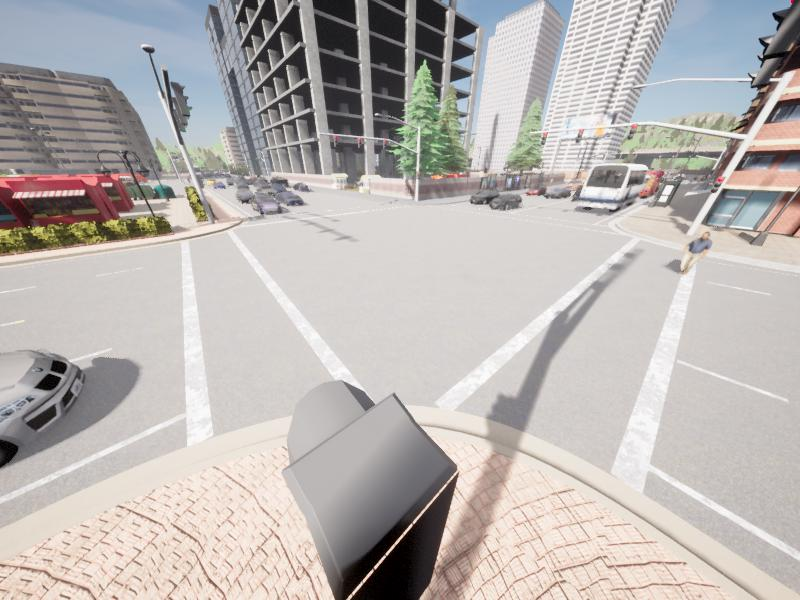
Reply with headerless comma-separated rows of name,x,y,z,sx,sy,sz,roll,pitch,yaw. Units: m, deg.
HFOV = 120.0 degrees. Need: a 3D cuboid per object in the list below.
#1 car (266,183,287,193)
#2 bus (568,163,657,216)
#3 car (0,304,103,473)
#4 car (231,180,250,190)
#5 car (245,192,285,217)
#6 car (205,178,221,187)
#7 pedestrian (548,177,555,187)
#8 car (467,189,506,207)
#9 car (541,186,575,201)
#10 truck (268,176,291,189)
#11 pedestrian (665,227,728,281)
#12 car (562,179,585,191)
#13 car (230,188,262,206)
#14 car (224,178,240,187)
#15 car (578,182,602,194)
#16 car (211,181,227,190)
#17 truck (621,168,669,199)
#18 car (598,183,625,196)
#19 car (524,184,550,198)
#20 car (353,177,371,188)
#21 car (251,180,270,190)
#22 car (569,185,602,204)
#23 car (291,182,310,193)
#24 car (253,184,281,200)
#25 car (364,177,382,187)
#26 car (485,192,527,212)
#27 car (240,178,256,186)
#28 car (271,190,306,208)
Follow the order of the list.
car,-21.916,-19.898,40.990,1.994,1.385,4.181,-23,37,-34
bus,23.044,-12.233,24.934,10.273,4.253,3.944,-23,37,-34
car,-7.986,1.961,2.938,4.611,1.667,2.242,-22,37,-34
car,-32.534,-23.518,47.090,2.038,1.542,4.974,-23,37,-34
car,-13.363,-9.559,22.824,2.033,1.649,4.856,-23,37,-34
car,-43.094,-27.033,53.180,1.882,1.535,5.008,-23,37,-34
pedestrian,32.873,-25.599,50.130,0.751,1.860,0.751,20,35,30
car,10.614,-12.622,28.331,5.008,1.535,1.882,-22,37,-34
car,22.739,-15.357,33.195,5.357,1.411,2.033,-23,37,-34
truck,-26.085,-25.374,49.740,2.390,2.098,6.274,-23,37,-34
pedestrian,11.686,-1.834,9.162,0.751,1.860,0.751,-17,34,-27
car,33.958,-22.494,45.178,4.553,1.767,2.097,-23,37,-34
car,-19.300,-12.999,28.928,2.163,1.488,4.792,-23,37,-34
car,-39.221,-27.501,53.887,1.930,1.638,5.238,-23,37,-34
car,33.934,-20.079,41.280,4.892,1.490,1.837,-23,37,-34
car,-36.030,-22.848,45.994,1.816,1.474,4.193,-23,37,-34
truck,37.635,-18.069,35.469,8.468,3.827,2.891,-23,37,-34
car,34.825,-18.187,37.964,5.366,1.575,1.801,-23,37,-34
car,21.531,-17.185,36.242,3.988,1.617,1.851,-23,37,-34
car,-8.128,-24.929,48.916,1.905,1.878,3.866,-23,37,-34
car,-29.496,-24.351,48.725,2.152,1.651,5.027,-23,37,-34
car,24.281,-13.918,30.243,3.866,1.878,1.905,-23,37,-34
car,-17.893,-20.312,41.524,1.789,1.549,3.705,-23,37,-34
car,-19.413,-15.851,33.678,2.242,1.667,4.611,-23,37,-34
car,-5.875,-25.875,50.553,1.905,1.878,3.866,-23,37,-34
car,11.532,-10.667,24.991,4.892,1.490,1.837,-23,37,-35
car,-37.360,-29.028,56.718,2.007,1.525,4.514,-23,37,-34
car,-13.316,-12.140,27.528,2.033,1.411,5.357,-23,37,-34
